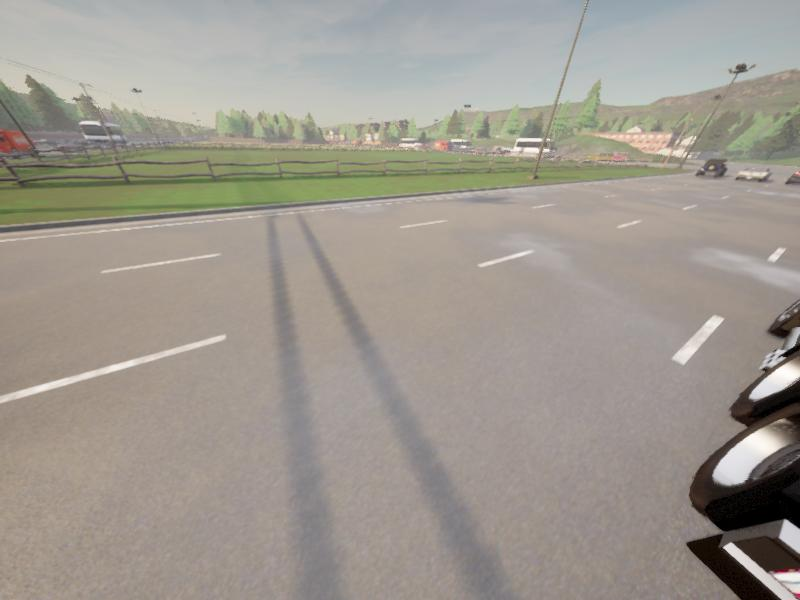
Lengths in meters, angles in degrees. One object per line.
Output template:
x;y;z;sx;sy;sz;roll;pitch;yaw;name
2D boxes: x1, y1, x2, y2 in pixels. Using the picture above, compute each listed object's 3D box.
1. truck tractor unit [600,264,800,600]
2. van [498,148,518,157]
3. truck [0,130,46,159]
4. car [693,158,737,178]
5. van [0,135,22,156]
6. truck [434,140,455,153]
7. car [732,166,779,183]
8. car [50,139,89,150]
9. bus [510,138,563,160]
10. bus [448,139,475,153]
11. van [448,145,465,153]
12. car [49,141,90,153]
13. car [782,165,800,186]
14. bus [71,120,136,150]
5.202;-0.162;0.860;6.516;4.208;3.053;-14;41;-27;truck tractor unit
31.780;-43.592;68.159;2.069;2.038;4.480;-17;39;-26;van
-42.198;-16.581;24.589;2.627;2.467;5.204;-17;38;-26;truck
38.285;-16.114;28.118;3.866;1.878;1.905;-17;39;-26;car
-47.999;-18.163;27.071;1.775;1.987;4.442;-17;39;-26;van
16.801;-58.802;88.269;2.891;3.827;8.468;-17;39;-26;truck
38.689;-13.704;25.117;4.718;1.301;1.895;-17;39;-26;car
-57.447;-27.168;40.320;2.128;1.511;4.902;-17;39;-26;car
34.304;-38.396;58.641;3.944;4.253;10.273;-17;39;-26;bus
24.895;-62.839;94.206;3.944;4.253;10.273;-17;39;-26;bus
22.449;-60.445;92.191;2.351;2.431;6.366;-17;39;-26;van
-49.150;-22.890;34.531;1.994;1.385;4.181;-17;38;-26;car
40.581;-12.172;22.614;4.611;1.667;2.242;-15;38;-23;car
-57.188;-32.085;45.140;3.944;4.253;10.273;-17;38;-26;bus
